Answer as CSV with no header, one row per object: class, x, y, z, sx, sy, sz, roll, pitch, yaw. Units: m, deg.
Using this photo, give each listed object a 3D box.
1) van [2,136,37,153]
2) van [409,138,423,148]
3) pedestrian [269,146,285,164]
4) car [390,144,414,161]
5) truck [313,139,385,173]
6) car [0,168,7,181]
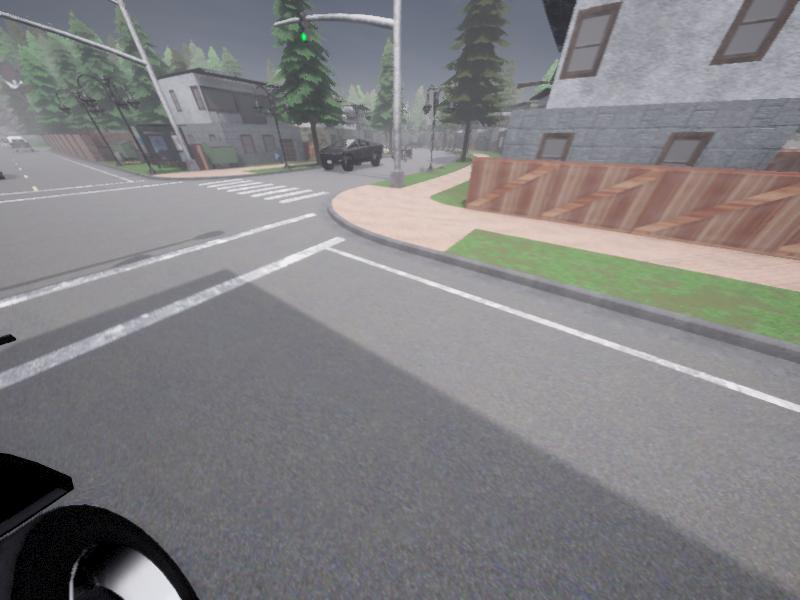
van,-61.165,-25.068,37.178,4.480,2.038,2.069,22,41,28
van,3.937,-39.618,58.363,1.775,1.987,4.442,-12,37,-17
pedestrian,-11.340,-13.378,21.318,0.751,1.300,0.751,16,38,20
car,0.291,-17.659,27.590,1.845,1.501,3.633,11,36,14
truck,-3.861,-12.201,19.323,2.390,2.098,6.274,16,38,21
car,-25.947,-7.986,13.828,4.181,1.385,1.994,22,41,28
